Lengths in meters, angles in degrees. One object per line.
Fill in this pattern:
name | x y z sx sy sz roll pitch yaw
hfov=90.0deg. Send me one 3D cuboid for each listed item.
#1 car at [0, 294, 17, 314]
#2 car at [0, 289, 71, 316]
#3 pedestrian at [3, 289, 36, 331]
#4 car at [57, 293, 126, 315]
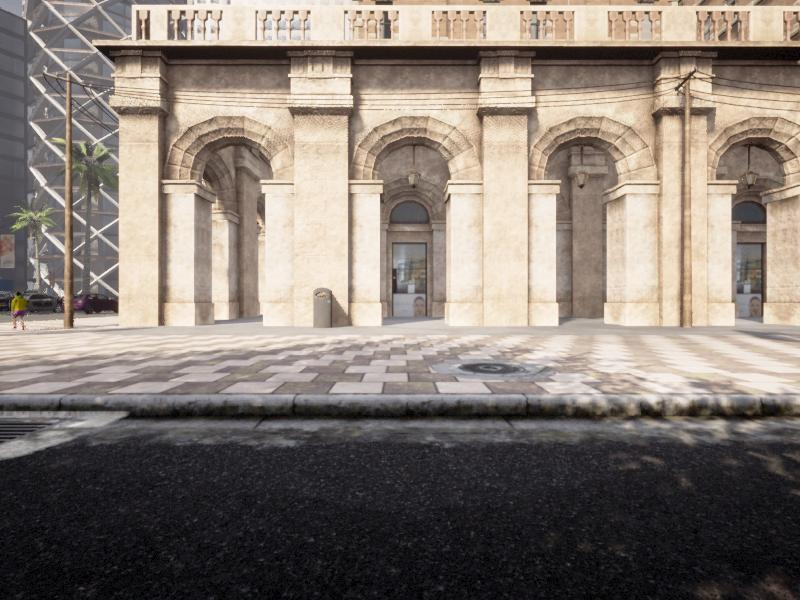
car | -29.341 0.294 26.910 2.033 1.411 5.357 0 0 0
car | -25.839 0.170 27.662 1.930 1.638 5.238 0 0 0
pedestrian | -10.466 0.265 11.012 0.500 1.100 0.500 0 0 24
car | -22.326 0.254 29.207 1.816 1.474 4.193 0 0 0
